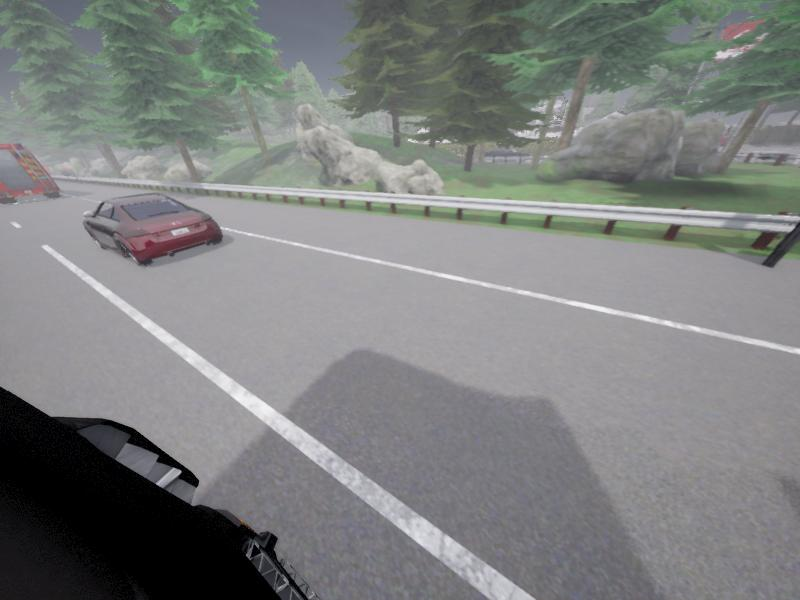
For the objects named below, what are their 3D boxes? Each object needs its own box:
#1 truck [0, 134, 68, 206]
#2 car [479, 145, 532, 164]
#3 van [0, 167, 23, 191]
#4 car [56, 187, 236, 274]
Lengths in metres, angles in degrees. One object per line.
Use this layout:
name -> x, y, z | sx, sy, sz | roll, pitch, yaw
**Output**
truck -> -28.989, -9.486, 16.833 | 8.468, 3.827, 2.891 | 16, 38, 26
car -> 11.746, -16.289, 25.919 | 5.008, 1.535, 1.882 | 16, 38, 26
van -> -42.624, -12.665, 24.225 | 4.480, 2.038, 2.069 | 15, 38, 25
car -> -7.081, -2.192, 6.489 | 4.181, 1.385, 1.994 | 16, 38, 26
